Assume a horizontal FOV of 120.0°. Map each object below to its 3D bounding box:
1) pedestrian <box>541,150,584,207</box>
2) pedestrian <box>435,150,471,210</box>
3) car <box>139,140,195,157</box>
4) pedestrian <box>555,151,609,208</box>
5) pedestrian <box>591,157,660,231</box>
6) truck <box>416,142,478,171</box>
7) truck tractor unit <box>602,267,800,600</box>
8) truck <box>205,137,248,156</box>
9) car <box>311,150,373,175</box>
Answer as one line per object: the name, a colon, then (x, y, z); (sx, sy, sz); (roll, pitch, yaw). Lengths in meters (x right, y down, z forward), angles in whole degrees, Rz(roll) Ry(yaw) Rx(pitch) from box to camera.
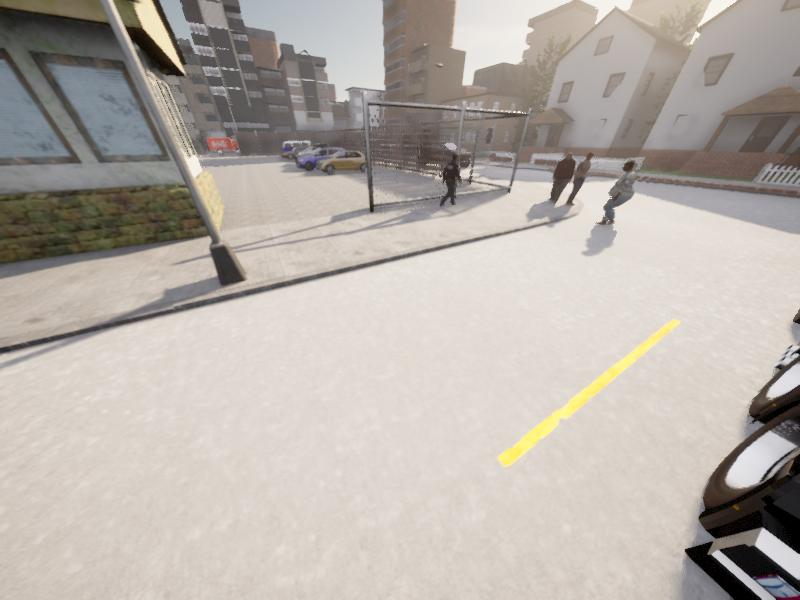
pedestrian: (6.296, -4.733, 9.011); (0.751, 1.860, 0.751); (23, 41, 29)
pedestrian: (1.919, -4.448, 8.572); (0.751, 1.860, 0.751); (-20, 40, -26)
car: (-36.436, -23.887, 36.348); (5.566, 2.045, 2.150); (-17, 38, -24)
pedestrian: (6.916, -4.628, 8.894); (0.751, 1.860, 0.751); (-5, 35, -8)
pedestrian: (6.639, -3.149, 6.915); (0.751, 1.860, 0.751); (24, 41, 30)
truck: (4.304, -14.327, 22.822); (2.390, 2.098, 6.274); (-18, 39, -24)
truck tractor unit: (5.111, -0.301, 0.770); (6.516, 4.208, 3.053); (-18, 39, -24)
truck: (-29.494, -26.265, 39.453); (5.204, 2.467, 2.627); (-18, 39, -24)
car: (-4.483, -10.898, 18.208); (4.193, 1.474, 1.816); (-18, 39, -24)
